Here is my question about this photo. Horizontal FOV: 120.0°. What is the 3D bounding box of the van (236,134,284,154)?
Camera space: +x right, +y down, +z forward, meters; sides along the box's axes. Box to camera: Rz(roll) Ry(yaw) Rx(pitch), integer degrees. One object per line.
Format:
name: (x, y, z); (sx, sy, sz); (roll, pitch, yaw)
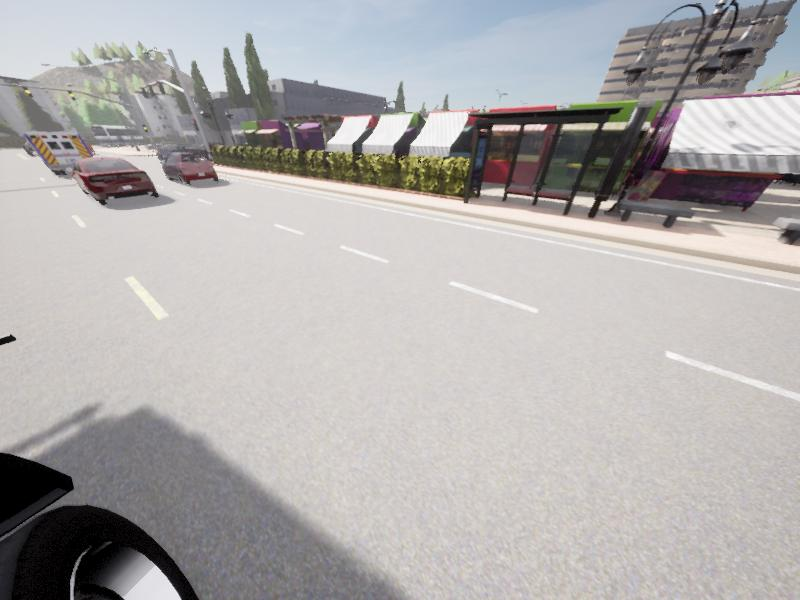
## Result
van: (-22.879, -25.770, 38.107); (1.988, 2.561, 5.915); (24, 41, 29)

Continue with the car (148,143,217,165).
car: (-22.209, -15.225, 23.951); (2.152, 1.651, 5.027); (2, 35, 4)

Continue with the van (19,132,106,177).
van: (-24.804, -10.808, 16.974); (6.366, 2.431, 2.351); (23, 41, 29)

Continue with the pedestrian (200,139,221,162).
pedestrian: (-18.848, -14.900, 23.000); (0.751, 1.860, 0.751); (-5, 36, -7)

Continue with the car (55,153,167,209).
car: (-12.709, -5.388, 10.136); (5.008, 1.535, 1.882); (23, 41, 28)

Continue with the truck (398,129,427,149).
truck: (3.124, -39.358, 56.422); (2.891, 3.827, 8.468); (23, 41, 29)

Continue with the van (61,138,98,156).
van: (-44.514, -21.293, 32.102); (4.442, 1.987, 1.775); (22, 40, 27)

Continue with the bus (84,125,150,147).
bus: (-70.858, -41.448, 58.553); (3.944, 4.253, 10.273); (-2, 35, -3)

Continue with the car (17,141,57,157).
car: (-49.782, -20.807, 31.697); (5.027, 1.651, 2.152); (22, 41, 27)

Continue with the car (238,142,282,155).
car: (-21.235, -23.244, 35.367); (1.801, 1.575, 5.366); (24, 42, 30)

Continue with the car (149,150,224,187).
car: (-12.471, -7.766, 13.519); (3.633, 1.501, 1.845); (23, 41, 28)

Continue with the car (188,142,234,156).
car: (-27.315, -21.950, 33.540); (2.007, 1.525, 4.514); (24, 42, 30)
